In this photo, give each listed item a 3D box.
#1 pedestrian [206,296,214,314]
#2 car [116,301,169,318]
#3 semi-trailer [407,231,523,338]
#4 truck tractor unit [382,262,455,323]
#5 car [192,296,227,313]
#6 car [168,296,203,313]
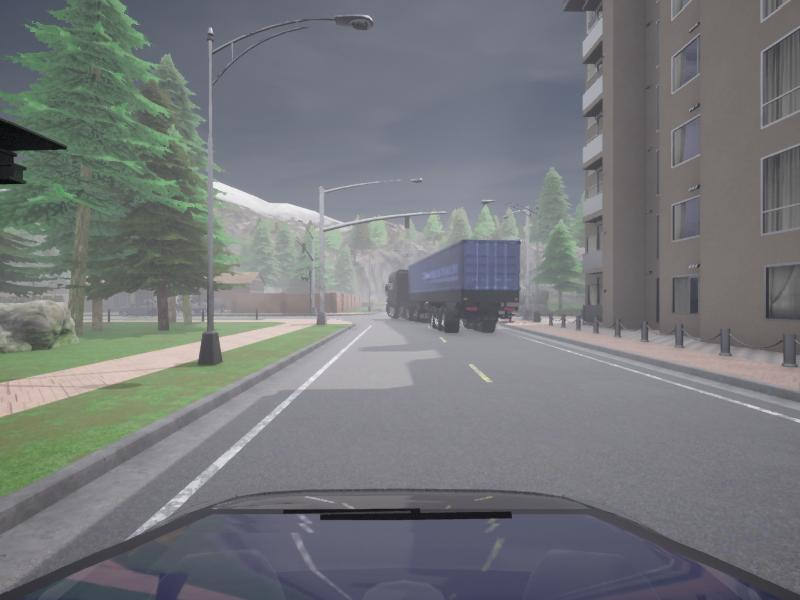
[{"bbox_3d":[-19.952,0.476,41.997,0.751,1.860,0.751,0,0,-18],"label":"pedestrian"},{"bbox_3d":[-23.217,0.813,36.150,3.633,1.501,1.845,0,0,-1],"label":"car"},{"bbox_3d":[2.830,-0.618,23.613,2.717,4.402,14.254,0,0,-8],"label":"semi-trailer"},{"bbox_3d":[1.232,-0.522,31.307,3.053,4.208,6.516,0,0,-24],"label":"truck tractor unit"},{"bbox_3d":[-21.587,0.503,45.523,1.932,1.855,4.605,0,0,-1],"label":"car"},{"bbox_3d":[-24.091,0.505,45.073,1.905,1.878,3.866,0,0,-1],"label":"car"}]
